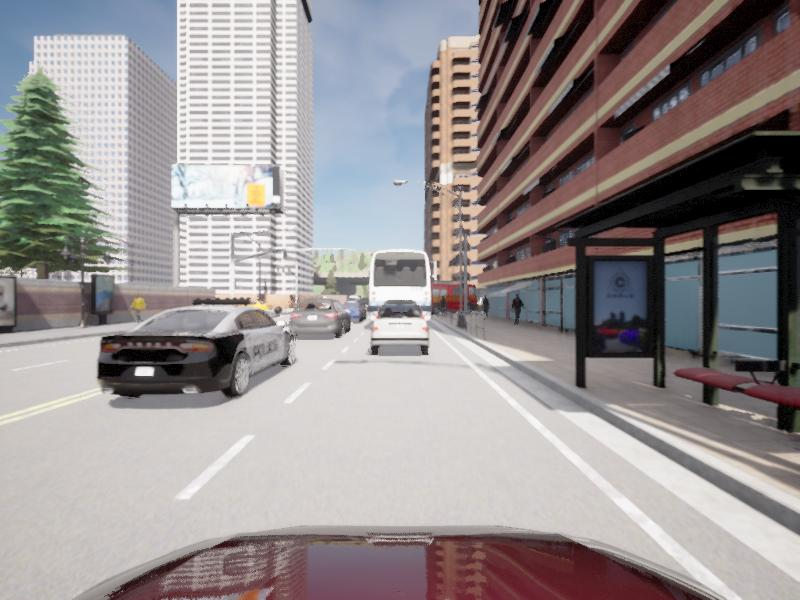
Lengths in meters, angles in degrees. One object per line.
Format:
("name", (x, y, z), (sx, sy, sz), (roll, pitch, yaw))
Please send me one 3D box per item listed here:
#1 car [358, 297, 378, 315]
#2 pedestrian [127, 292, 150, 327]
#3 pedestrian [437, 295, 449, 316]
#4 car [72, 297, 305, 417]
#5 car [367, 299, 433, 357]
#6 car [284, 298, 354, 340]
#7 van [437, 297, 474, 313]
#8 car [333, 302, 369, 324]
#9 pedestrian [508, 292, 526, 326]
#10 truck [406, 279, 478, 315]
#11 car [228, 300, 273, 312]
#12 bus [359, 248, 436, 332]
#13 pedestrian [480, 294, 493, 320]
("car", (-3.499, 0.645, 44.485), (1.905, 1.878, 3.866), (0, 0, 0))
("pedestrian", (-13.985, 0.484, 21.417), (0.751, 1.860, 0.751), (0, 0, 4))
("pedestrian", (3.834, 0.484, 35.565), (0.751, 1.860, 0.751), (0, 0, -20))
("car", (-3.509, 0.771, 8.085), (1.930, 1.638, 5.238), (0, 0, 0))
("car", (0.003, 0.788, 13.110), (1.851, 1.617, 3.988), (0, 0, 0))
("car", (-3.501, 0.757, 18.272), (2.242, 1.667, 4.611), (0, 0, 0))
("van", (6.885, 0.600, 49.988), (4.442, 1.987, 1.775), (0, 0, 0))
("car", (-3.498, 0.894, 29.688), (2.033, 1.411, 5.357), (0, 0, 0))
("pedestrian", (6.364, 0.485, 21.804), (0.751, 1.860, 0.751), (0, 0, 0))
("truck", (4.952, -0.320, 45.431), (8.468, 3.827, 2.891), (0, 0, -38))
("car", (-19.890, 0.801, 53.454), (5.366, 1.575, 1.801), (0, 0, 3))
("bus", (-0.119, -0.533, 25.457), (3.944, 4.253, 10.273), (0, 0, 0))
("pedestrian", (6.206, 0.484, 28.790), (0.751, 1.860, 0.751), (0, 0, -6))
